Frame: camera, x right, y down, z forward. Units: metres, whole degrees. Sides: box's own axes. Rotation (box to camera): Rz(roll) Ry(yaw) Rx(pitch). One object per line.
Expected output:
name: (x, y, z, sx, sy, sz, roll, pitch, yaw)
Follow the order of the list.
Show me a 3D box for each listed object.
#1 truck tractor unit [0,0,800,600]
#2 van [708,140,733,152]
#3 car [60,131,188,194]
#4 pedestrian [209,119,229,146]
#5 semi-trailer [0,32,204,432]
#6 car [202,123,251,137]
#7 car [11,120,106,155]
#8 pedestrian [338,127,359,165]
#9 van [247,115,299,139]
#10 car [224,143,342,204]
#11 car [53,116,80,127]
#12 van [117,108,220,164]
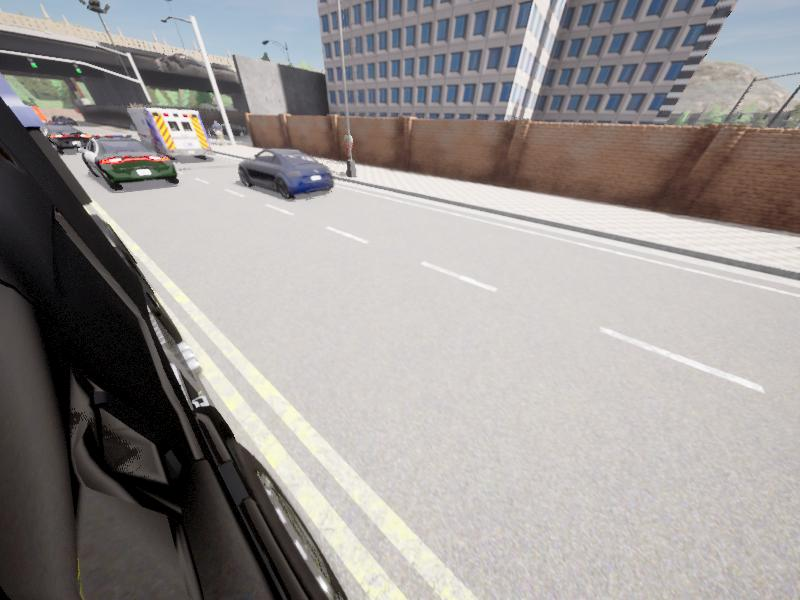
truck tractor unit: (-2.645, -0.295, 0.351, 6.516, 4.208, 3.053, 28, 44, 30)
van: (88.356, -42.637, 63.747, 1.988, 2.561, 5.915, 26, 43, 28)
car: (-10.915, -5.595, 9.119, 4.974, 1.542, 2.038, 26, 43, 28)
pedestrian: (-15.770, -14.604, 20.178, 0.751, 1.860, 0.751, -20, 42, -27)
semi-trailer: (-8.833, -3.517, 4.080, 14.254, 4.402, 2.717, 27, 43, 28)
car: (-24.028, -23.658, 32.235, 1.837, 1.490, 4.892, 27, 43, 29)
car: (-22.424, -10.742, 15.207, 4.974, 1.542, 2.038, 19, 40, 20)
pedestrian: (-3.100, -9.252, 13.905, 0.751, 1.860, 0.751, 27, 43, 28)
van: (-18.203, -24.989, 33.502, 1.988, 2.561, 5.915, 26, 43, 28)
car: (-4.502, -5.046, 8.930, 4.181, 1.385, 1.994, 26, 43, 28)
car: (-58.200, -31.221, 40.306, 4.181, 1.385, 1.994, 26, 43, 28)
van: (-14.517, -10.360, 14.478, 6.366, 2.431, 2.351, 26, 43, 28)
